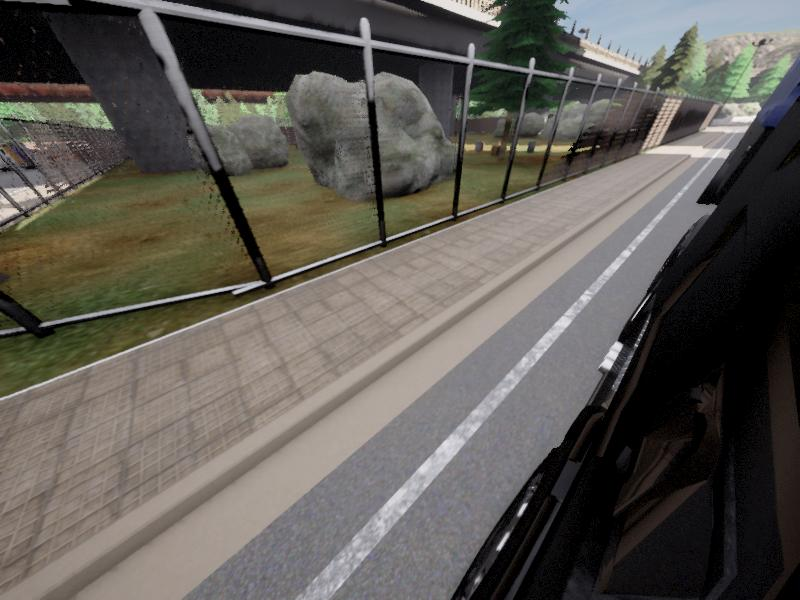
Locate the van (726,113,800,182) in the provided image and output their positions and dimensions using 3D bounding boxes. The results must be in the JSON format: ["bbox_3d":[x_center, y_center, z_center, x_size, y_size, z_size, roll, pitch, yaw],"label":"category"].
[{"bbox_3d":[15.911,-6.357,9.450,4.480,2.038,2.069,-27,42,-30],"label":"van"}]

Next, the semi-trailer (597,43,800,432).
[{"bbox_3d":[8.703,-3.607,4.215,14.254,4.402,2.717,-28,44,-30],"label":"semi-trailer"}]

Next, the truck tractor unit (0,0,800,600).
[{"bbox_3d":[2.645,-0.295,0.352,6.516,4.208,3.053,-28,44,-30],"label":"truck tractor unit"}]
